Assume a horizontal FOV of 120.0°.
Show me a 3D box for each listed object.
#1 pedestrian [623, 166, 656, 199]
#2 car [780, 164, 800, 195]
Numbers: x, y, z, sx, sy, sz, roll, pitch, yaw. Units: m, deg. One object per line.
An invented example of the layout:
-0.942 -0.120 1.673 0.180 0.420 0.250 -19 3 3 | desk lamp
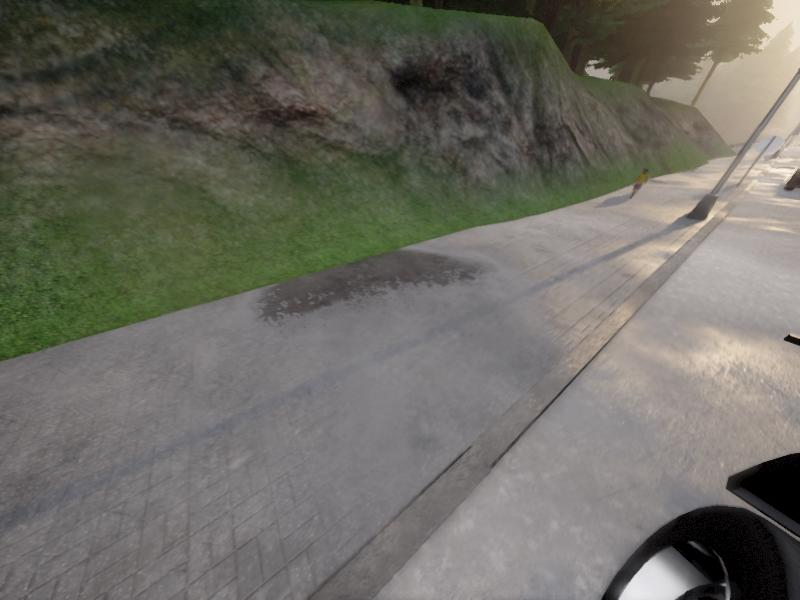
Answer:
9.708 -4.753 9.373 0.500 1.100 0.500 29 45 35 | pedestrian
20.564 -6.022 10.807 4.611 1.667 2.242 -22 41 -28 | car
